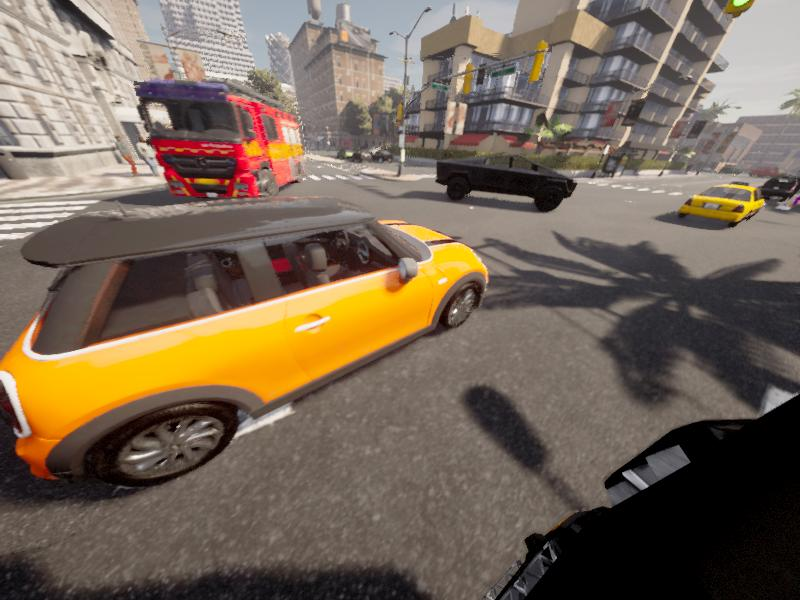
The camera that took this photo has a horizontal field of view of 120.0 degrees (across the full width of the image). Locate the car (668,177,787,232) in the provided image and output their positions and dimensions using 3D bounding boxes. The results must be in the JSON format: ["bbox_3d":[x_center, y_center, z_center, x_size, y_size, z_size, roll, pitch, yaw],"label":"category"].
[{"bbox_3d":[14.701,-4.437,10.364,5.366,1.575,1.801,-16,38,-26],"label":"car"}]

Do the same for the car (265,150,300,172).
[{"bbox_3d":[-10.328,-12.230,20.236,1.994,1.385,4.181,-15,38,-25],"label":"car"}]

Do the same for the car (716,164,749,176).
[{"bbox_3d":[79.202,-31.116,55.155,2.150,2.045,5.566,21,38,25],"label":"car"}]

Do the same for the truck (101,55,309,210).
[{"bbox_3d":[-6.978,-7.238,10.796,2.891,3.827,8.468,-1,34,-7],"label":"truck"}]

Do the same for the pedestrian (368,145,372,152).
[{"bbox_3d":[-9.541,-48.299,73.667,0.751,1.860,0.751,-15,38,-26],"label":"pedestrian"}]

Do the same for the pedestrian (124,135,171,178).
[{"bbox_3d":[-13.418,-7.647,12.346,0.751,1.860,0.751,5,34,3],"label":"pedestrian"}]

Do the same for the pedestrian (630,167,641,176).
[{"bbox_3d":[33.069,-18.067,32.399,0.500,1.100,0.500,-14,37,-24],"label":"pedestrian"}]

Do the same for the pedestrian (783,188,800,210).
[{"bbox_3d":[24.620,-6.452,13.879,0.751,1.860,0.751,-26,43,-36],"label":"pedestrian"}]

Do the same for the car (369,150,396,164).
[{"bbox_3d":[-2.646,-21.150,34.124,1.837,1.490,4.892,-16,38,-26],"label":"car"}]

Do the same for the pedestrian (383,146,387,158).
[{"bbox_3d":[-2.937,-28.921,45.115,0.751,1.860,0.751,-3,34,-9],"label":"pedestrian"}]

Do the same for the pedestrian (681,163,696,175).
[{"bbox_3d":[51.921,-23.660,41.619,0.751,1.860,0.751,-16,38,-26],"label":"pedestrian"}]

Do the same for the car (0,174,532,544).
[{"bbox_3d":[-0.867,-0.379,2.823,4.553,1.767,2.097,-21,40,-31],"label":"car"}]

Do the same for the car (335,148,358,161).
[{"bbox_3d":[-8.564,-23.105,36.555,2.007,1.525,4.514,-16,38,-27],"label":"car"}]

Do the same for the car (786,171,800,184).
[{"bbox_3d":[66.303,-19.935,37.794,4.611,1.667,2.242,-25,43,-35],"label":"car"}]

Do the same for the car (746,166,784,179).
[{"bbox_3d":[80.064,-28.190,50.833,2.150,2.045,5.566,21,38,25],"label":"car"}]

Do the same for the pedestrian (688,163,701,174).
[{"bbox_3d":[57.826,-25.844,45.371,0.751,1.860,0.751,26,40,31],"label":"pedestrian"}]

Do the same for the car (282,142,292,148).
[{"bbox_3d":[-37.067,-50.830,75.844,1.801,1.575,5.366,-16,38,-26],"label":"car"}]

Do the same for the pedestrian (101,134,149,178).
[{"bbox_3d":[-14.121,-7.422,11.952,0.751,1.860,0.751,-13,37,-22],"label":"pedestrian"}]

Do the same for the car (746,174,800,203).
[{"bbox_3d":[29.525,-8.727,17.960,3.988,1.617,1.851,-16,38,-26],"label":"car"}]

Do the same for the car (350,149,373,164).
[{"bbox_3d":[-5.404,-20.053,32.204,1.789,1.549,3.705,-16,38,-26],"label":"car"}]

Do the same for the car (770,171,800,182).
[{"bbox_3d":[73.804,-23.651,44.103,1.994,1.385,4.181,27,40,31],"label":"car"}]

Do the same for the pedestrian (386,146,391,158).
[{"bbox_3d":[-2.241,-28.842,45.052,0.751,1.860,0.751,-14,37,-24],"label":"pedestrian"}]

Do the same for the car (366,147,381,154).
[{"bbox_3d":[-7.577,-42.343,65.503,3.633,1.501,1.845,-17,38,-27],"label":"car"}]

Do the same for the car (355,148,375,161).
[{"bbox_3d":[-5.887,-24.351,38.567,1.851,1.617,3.988,-16,38,-27],"label":"car"}]

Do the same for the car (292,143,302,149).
[{"bbox_3d":[-35.327,-52.847,79.193,2.152,1.651,5.027,-16,38,-26],"label":"car"}]

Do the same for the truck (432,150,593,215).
[{"bbox_3d":[5.041,-5.967,11.411,6.274,2.098,2.390,16,36,19],"label":"truck"}]

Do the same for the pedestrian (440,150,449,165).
[{"bbox_3d":[6.426,-20.481,33.199,0.751,1.860,0.751,-16,38,-26],"label":"pedestrian"}]
